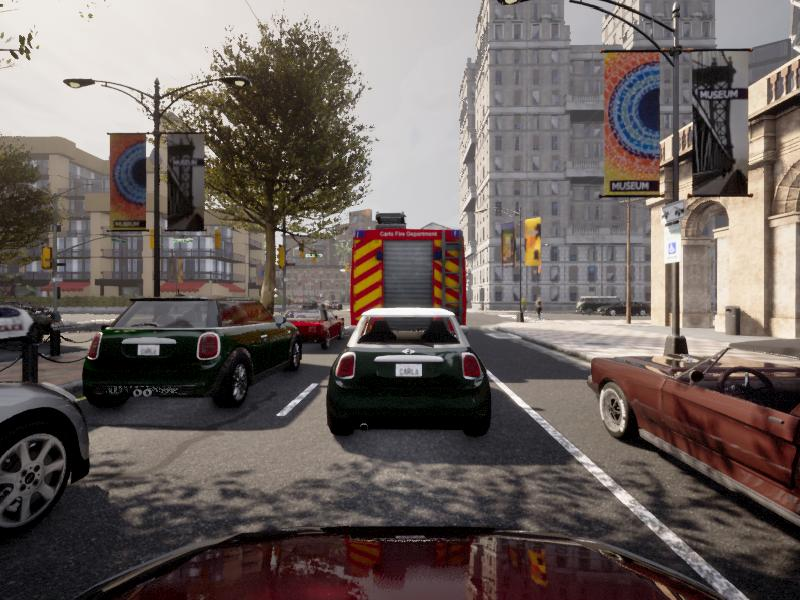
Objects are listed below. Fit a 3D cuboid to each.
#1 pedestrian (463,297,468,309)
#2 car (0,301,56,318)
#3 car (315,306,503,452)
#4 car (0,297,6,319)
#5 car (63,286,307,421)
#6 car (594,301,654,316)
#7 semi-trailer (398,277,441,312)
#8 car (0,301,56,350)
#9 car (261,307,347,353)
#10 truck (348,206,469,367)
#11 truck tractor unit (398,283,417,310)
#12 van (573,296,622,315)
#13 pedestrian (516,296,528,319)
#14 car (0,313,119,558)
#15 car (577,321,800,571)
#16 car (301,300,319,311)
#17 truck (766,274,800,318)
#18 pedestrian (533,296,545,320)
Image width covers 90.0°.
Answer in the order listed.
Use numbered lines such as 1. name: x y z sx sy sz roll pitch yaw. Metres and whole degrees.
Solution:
1. pedestrian: 10.451 0.485 63.711 0.751 1.860 0.751 0 0 4
2. car: -35.037 0.841 37.035 4.892 1.490 1.837 1 0 1
3. car: 0.119 0.853 6.110 1.970 1.475 3.806 0 0 1
4. car: -35.827 0.646 33.530 3.866 1.878 1.905 0 0 2
5. car: -3.355 0.694 7.527 2.097 1.767 4.553 0 0 1
6. car: 22.181 0.844 39.726 4.892 1.490 1.837 0 0 1
7. semi-trailer: 2.403 -0.618 57.545 2.717 4.402 14.254 0 0 -12
8. car: -13.768 0.826 12.732 2.038 1.542 4.974 0 0 -10
9. car: -3.218 0.944 14.445 1.895 1.301 4.718 0 0 1
10. truck: 0.274 -0.321 13.781 2.891 3.827 8.468 0 0 1
11. truck tractor unit: 1.261 -0.516 65.335 3.053 4.208 6.516 0 0 2
12. van: 21.300 0.599 43.240 4.442 1.987 1.775 0 0 1
13. pedestrian: 10.343 0.637 33.824 0.751 1.860 0.751 0 0 -3
14. car: -3.473 0.853 1.600 1.970 1.475 3.806 0 0 1
15. car: 3.308 0.938 3.058 1.895 1.301 4.718 0 0 1
16. car: -13.798 0.815 61.323 1.789 1.549 3.705 0 0 1
17. truck: 38.439 -0.322 35.901 8.468 3.827 2.891 0 0 1
18. pedestrian: 10.946 0.637 31.445 0.751 1.860 0.751 0 0 4
